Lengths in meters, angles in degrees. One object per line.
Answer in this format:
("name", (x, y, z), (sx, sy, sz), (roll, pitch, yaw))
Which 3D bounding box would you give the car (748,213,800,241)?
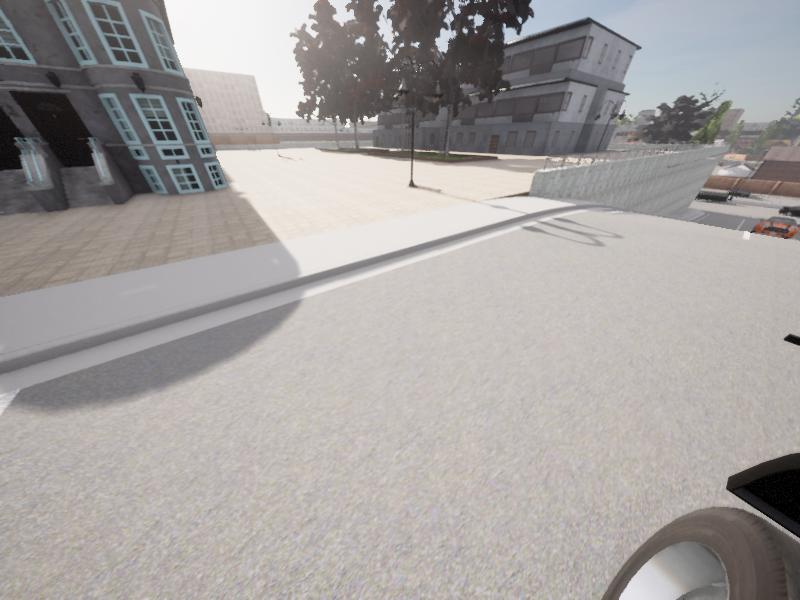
("car", (33.194, -6.465, 20.366), (4.553, 1.767, 2.097), (-12, 36, -34))

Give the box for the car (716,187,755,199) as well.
("car", (68.470, -21.992, 47.245), (1.994, 1.385, 4.181), (-22, 41, -28))

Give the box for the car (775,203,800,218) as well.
("car", (60.989, -13.097, 34.537), (1.882, 1.535, 5.008), (-22, 40, -28))

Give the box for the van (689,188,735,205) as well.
("van", (57.937, -19.317, 43.015), (1.775, 1.987, 4.442), (-22, 41, -28))
